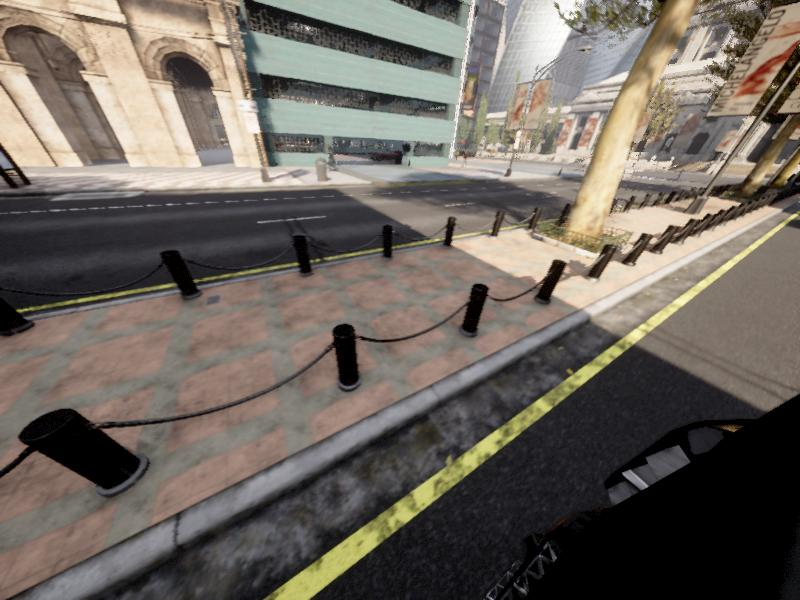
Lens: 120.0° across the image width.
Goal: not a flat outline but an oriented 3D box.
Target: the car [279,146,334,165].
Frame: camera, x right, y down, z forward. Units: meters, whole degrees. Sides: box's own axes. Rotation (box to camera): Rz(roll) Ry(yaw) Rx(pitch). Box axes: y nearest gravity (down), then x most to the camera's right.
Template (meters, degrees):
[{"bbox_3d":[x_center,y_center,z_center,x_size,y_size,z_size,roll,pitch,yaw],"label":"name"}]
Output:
[{"bbox_3d":[-9.685,-15.112,24.151,4.786,1.482,2.161,-16,38,-26],"label":"car"}]

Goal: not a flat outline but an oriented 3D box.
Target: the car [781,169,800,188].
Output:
[{"bbox_3d":[48.627,-13.747,26.509,1.932,1.855,4.605,-16,38,-26],"label":"car"}]

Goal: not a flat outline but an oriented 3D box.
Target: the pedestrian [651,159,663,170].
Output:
[{"bbox_3d":[53.793,-28.363,48.381,0.751,1.860,0.751,-16,38,-26],"label":"pedestrian"}]

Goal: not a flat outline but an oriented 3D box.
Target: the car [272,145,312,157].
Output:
[{"bbox_3d":[-15.152,-20.977,32.545,4.718,1.301,1.895,-16,38,-26],"label":"car"}]

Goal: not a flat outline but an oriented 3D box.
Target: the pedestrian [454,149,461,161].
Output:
[{"bbox_3d":[10.957,-27.701,44.032,0.751,1.860,0.751,14,35,16],"label":"pedestrian"}]

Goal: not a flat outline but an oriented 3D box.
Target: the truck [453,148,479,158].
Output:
[{"bbox_3d":[18.736,-41.776,65.702,6.274,2.098,2.390,29,42,33],"label":"truck"}]

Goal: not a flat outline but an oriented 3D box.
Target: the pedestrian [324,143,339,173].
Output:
[{"bbox_3d":[-5.217,-10.825,17.629,0.751,1.860,0.751,-13,37,-22],"label":"pedestrian"}]

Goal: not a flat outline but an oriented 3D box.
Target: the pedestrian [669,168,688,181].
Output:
[{"bbox_3d":[33.843,-15.242,28.049,0.751,1.300,0.751,-12,37,-22],"label":"pedestrian"}]

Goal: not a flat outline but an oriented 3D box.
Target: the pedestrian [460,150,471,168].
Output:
[{"bbox_3d":[8.089,-17.499,28.612,0.751,1.860,0.751,-27,44,-37],"label":"pedestrian"}]

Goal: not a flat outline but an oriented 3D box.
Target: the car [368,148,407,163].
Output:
[{"bbox_3d":[-1.739,-20.089,32.114,4.902,1.511,2.128,-16,38,-26],"label":"car"}]

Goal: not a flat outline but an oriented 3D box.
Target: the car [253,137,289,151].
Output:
[{"bbox_3d":[-25.140,-30.383,44.988,5.566,2.045,2.435,-16,38,-26],"label":"car"}]

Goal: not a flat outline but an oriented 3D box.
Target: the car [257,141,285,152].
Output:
[{"bbox_3d":[-25.208,-30.044,45.181,4.514,1.523,2.007,-16,38,-26],"label":"car"}]

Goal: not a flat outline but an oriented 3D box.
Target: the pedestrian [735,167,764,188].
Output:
[{"bbox_3d":[35.838,-12.550,23.695,0.751,1.860,0.751,-18,39,-28],"label":"pedestrian"}]
